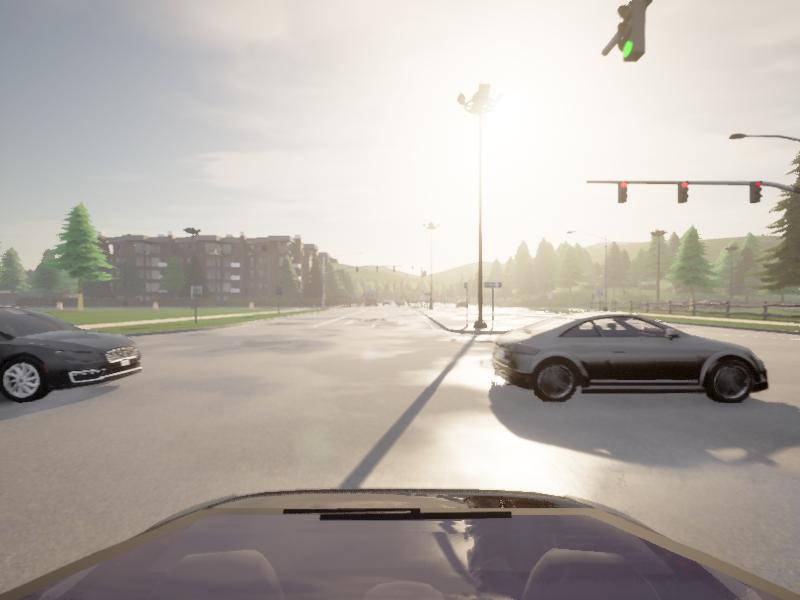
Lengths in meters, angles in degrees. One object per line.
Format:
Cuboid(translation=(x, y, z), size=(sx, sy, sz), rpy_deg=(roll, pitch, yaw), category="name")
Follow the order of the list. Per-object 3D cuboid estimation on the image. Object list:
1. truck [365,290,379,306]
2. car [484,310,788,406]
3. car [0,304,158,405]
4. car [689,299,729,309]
Cuboid(translation=(-6.660, -0.451, 96.013), size=(2.891, 3.827, 8.468), rpy_deg=(0, 0, -1), category="truck")
Cuboid(translation=(3.775, 0.896, 7.033), size=(4.181, 1.385, 1.994), rpy_deg=(0, 0, 0), category="car")
Cuboid(translation=(-7.239, 0.833, 6.980), size=(4.892, 1.490, 1.837), rpy_deg=(0, 0, 0), category="car")
Cuboid(translation=(50.119, 0.678, 64.942), size=(4.856, 1.649, 2.033), rpy_deg=(0, 0, 0), category="car")
